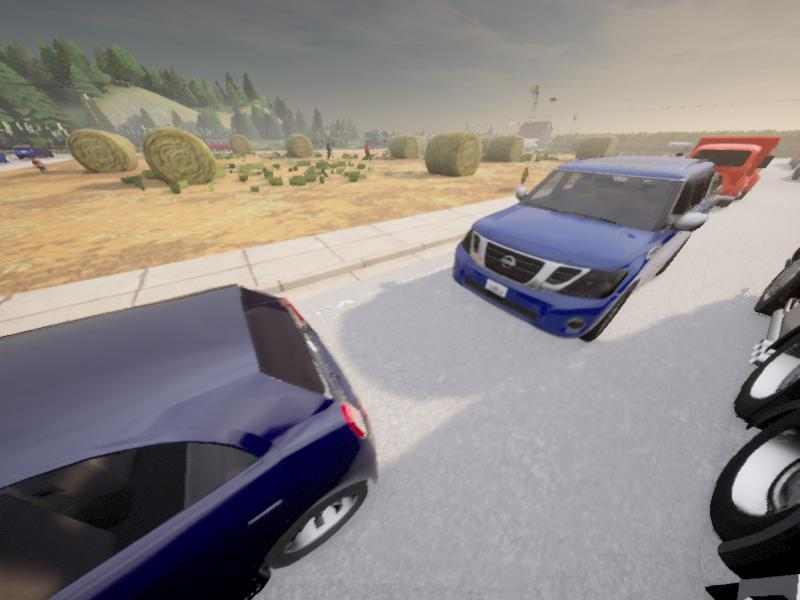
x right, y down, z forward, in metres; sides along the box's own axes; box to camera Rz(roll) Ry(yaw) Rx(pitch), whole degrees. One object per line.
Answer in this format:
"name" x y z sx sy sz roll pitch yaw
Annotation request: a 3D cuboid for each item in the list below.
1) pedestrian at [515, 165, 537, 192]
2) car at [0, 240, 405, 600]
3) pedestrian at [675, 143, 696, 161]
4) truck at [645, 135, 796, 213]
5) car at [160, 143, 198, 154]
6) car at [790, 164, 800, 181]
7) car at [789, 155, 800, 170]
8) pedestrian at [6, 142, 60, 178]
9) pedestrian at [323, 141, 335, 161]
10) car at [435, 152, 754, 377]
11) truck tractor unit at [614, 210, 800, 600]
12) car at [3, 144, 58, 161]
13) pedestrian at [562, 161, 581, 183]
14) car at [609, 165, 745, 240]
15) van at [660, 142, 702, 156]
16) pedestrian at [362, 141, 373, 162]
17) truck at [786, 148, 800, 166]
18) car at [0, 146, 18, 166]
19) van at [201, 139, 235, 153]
"pedestrian" 6.181 -5.995 11.377 0.500 1.100 0.500 -13 37 -18
"car" -2.000 1.080 1.086 3.633 1.501 1.845 -22 40 -29
"pedestrian" 36.197 -18.761 29.294 0.751 1.860 0.751 -20 40 -27
"truck" 14.239 -5.836 10.335 5.204 2.467 2.627 -22 41 -28
"car" -38.745 -26.797 40.682 4.514 1.525 2.007 -19 39 -26
"car" 30.561 -9.494 16.699 4.181 1.385 1.994 -22 41 -29
"car" 41.078 -13.830 22.792 5.027 1.651 2.152 -22 41 -29
"pedestrian" -22.419 -8.594 14.180 0.751 1.860 0.751 -15 38 -21
"pedestrian" -7.891 -16.596 25.764 0.751 1.860 0.751 1 35 0
"car" 3.532 -1.346 4.172 5.566 2.045 2.150 -22 41 -28
"truck tractor unit" 5.012 -0.390 0.908 6.516 4.208 3.053 -22 40 -28
"car" -44.983 -18.162 28.308 2.007 1.525 4.514 -22 41 -29
"pedestrian" 10.190 -7.609 13.728 0.500 1.100 0.500 28 44 34
"car" 8.931 -3.323 7.487 3.705 1.549 1.789 -22 41 -29
"van" 54.763 -29.556 45.140 2.069 2.038 4.480 -21 40 -28
"pedestrian" -3.547 -16.295 25.376 0.751 1.860 0.751 21 40 27
"truck" 47.819 -16.893 26.507 5.204 2.467 2.627 -22 41 -28
"car" -39.278 -13.419 21.557 1.882 1.535 5.008 -21 40 -28
"van" -33.806 -28.703 43.055 4.442 1.987 1.775 -19 40 -25
